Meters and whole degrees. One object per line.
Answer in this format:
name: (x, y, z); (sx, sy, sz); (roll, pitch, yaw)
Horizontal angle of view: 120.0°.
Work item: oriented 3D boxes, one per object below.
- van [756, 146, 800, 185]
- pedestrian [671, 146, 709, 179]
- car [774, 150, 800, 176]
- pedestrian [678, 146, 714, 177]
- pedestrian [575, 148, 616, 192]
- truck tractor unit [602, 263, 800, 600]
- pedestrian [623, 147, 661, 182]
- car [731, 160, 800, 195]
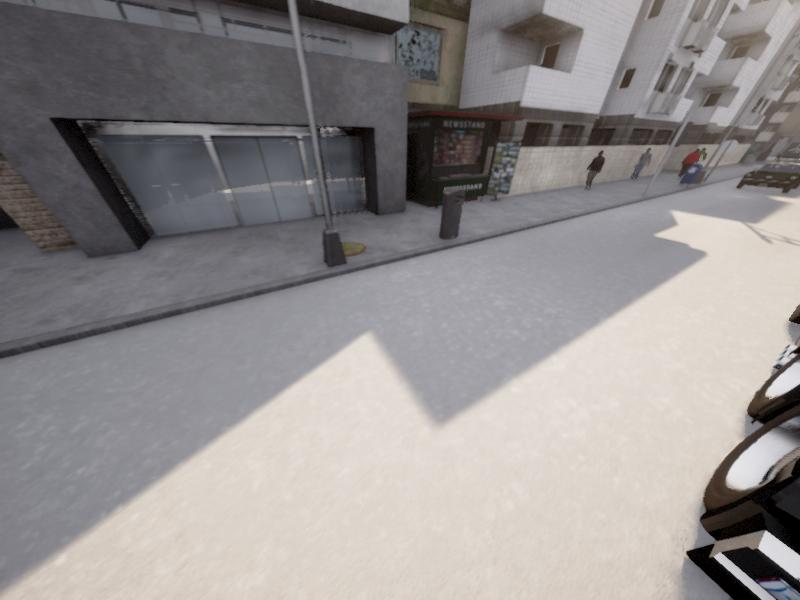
van: (27.484, -9.338, 15.861); (4.480, 2.038, 2.069); (-18, 39, -24)
pedestrian: (19.714, -9.354, 15.753); (0.751, 1.860, 0.751); (-21, 40, -27)
car: (34.006, -11.304, 19.065); (4.611, 1.667, 2.242); (-18, 39, -24)
pedestrian: (21.461, -10.056, 16.776); (0.751, 1.860, 0.751); (-22, 40, -28)
pedestrian: (9.733, -6.494, 11.560); (0.751, 1.860, 0.751); (-23, 41, -29)
truck tractor unit: (5.108, -0.303, 0.782); (6.516, 4.208, 3.053); (-18, 39, -24)
pedestrian: (15.041, -8.438, 14.397); (0.751, 1.860, 0.751); (-17, 38, -23)
car: (21.697, -7.147, 13.317); (4.718, 1.301, 1.895); (-18, 39, -24)
